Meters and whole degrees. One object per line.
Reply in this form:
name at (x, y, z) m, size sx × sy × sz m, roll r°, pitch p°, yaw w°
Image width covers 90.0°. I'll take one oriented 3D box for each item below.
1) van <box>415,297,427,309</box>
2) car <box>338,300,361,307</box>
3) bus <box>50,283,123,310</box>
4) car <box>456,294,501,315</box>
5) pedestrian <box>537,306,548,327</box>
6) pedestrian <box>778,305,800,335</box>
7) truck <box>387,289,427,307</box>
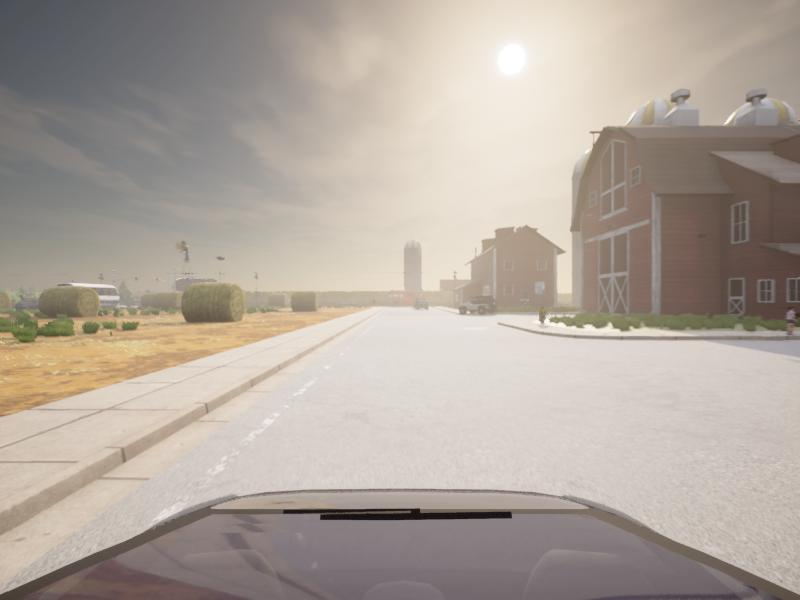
van at (3.593, 0.546, 69.112) m, size 1.775 × 1.987 × 4.442 m, roll 0°, pitch 0°, yaw 0°
car at (-11.019, 0.813, 87.787) m, size 4.792 × 1.488 × 2.163 m, roll 0°, pitch 0°, yaw 1°
bus at (-53.279, -0.600, 68.554) m, size 3.944 × 4.253 × 10.273 m, roll 0°, pitch 0°, yaw 4°
car at (7.729, 0.457, 39.759) m, size 1.905 × 1.878 × 3.866 m, roll -8°, pitch 3°, yaw -42°
pedestrian at (7.578, 0.847, 21.291) m, size 0.500 × 1.100 × 0.500 m, roll 0°, pitch 0°, yaw 8°
pedestrian at (14.527, 0.733, 14.879) m, size 0.500 × 1.100 × 0.500 m, roll 0°, pitch 0°, yaw 13°
truck at (1.556, -0.364, 87.580) m, size 8.468 × 3.827 × 2.891 m, roll 0°, pitch 0°, yaw 1°
